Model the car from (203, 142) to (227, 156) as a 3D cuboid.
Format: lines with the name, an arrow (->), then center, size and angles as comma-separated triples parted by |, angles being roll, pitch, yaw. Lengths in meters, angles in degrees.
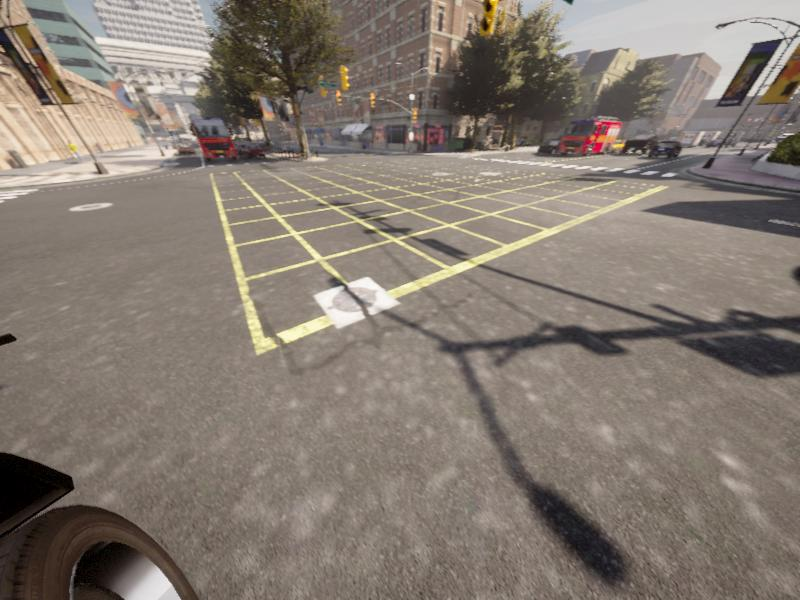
car -> -25.034, -20.494, 31.289 | 1.970, 1.475, 3.806 | -23, 41, -28

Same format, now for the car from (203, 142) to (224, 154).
car -> -28.869, -23.579, 35.704 | 1.994, 1.385, 4.181 | -23, 42, -29

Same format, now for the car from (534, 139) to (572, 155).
car -> 20.359, -20.358, 30.704 | 5.238, 1.638, 1.930 | -23, 42, -29

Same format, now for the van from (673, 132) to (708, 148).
van -> 54.538, -30.051, 43.341 | 6.366, 2.431, 2.351 | -23, 41, -28

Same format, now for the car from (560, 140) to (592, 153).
car -> 25.834, -22.582, 33.942 | 4.674, 1.442, 1.812 | -23, 41, -28

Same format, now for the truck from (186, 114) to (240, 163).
truck -> -20.601, -17.811, 25.511 | 2.891, 3.827, 8.468 | -23, 41, -28

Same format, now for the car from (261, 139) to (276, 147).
car -> -30.821, -36.819, 54.078 | 1.970, 1.475, 3.806 | -23, 41, -28

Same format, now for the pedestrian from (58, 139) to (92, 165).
pedestrian -> -28.106, -12.860, 20.034 | 0.751, 1.860, 0.751 | -22, 41, -27

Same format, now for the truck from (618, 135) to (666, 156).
truck -> 31.552, -20.234, 30.076 | 6.274, 2.098, 2.390 | -23, 41, -28

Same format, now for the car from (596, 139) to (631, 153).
car -> 30.703, -22.177, 33.233 | 5.366, 1.575, 1.801 | -23, 41, -28

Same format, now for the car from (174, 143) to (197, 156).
car -> -29.413, -20.738, 31.801 | 1.895, 1.301, 4.718 | -23, 41, -28

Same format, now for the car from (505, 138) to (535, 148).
car -> 25.040, -32.904, 48.261 | 2.038, 1.542, 4.974 | -22, 41, -27

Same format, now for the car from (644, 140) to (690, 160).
car -> 29.482, -16.658, 25.507 | 4.856, 1.649, 2.033 | -23, 41, -28

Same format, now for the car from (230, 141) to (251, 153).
car -> -24.828, -23.853, 35.971 | 1.970, 1.475, 3.806 | -22, 41, -28

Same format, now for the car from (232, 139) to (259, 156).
car -> -21.399, -21.173, 31.943 | 2.097, 1.767, 4.553 | -23, 41, -28

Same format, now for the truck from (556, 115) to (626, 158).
truck -> 23.489, -20.055, 28.392 | 8.468, 3.827, 2.891 | -23, 41, -28

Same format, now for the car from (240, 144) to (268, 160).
car -> -17.394, -17.691, 27.495 | 1.895, 1.301, 4.718 | -23, 41, -28

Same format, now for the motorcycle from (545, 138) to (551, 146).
motorcycle -> 33.563, -35.878, 52.347 | 0.764, 1.277, 2.356 | 6, 35, 26
